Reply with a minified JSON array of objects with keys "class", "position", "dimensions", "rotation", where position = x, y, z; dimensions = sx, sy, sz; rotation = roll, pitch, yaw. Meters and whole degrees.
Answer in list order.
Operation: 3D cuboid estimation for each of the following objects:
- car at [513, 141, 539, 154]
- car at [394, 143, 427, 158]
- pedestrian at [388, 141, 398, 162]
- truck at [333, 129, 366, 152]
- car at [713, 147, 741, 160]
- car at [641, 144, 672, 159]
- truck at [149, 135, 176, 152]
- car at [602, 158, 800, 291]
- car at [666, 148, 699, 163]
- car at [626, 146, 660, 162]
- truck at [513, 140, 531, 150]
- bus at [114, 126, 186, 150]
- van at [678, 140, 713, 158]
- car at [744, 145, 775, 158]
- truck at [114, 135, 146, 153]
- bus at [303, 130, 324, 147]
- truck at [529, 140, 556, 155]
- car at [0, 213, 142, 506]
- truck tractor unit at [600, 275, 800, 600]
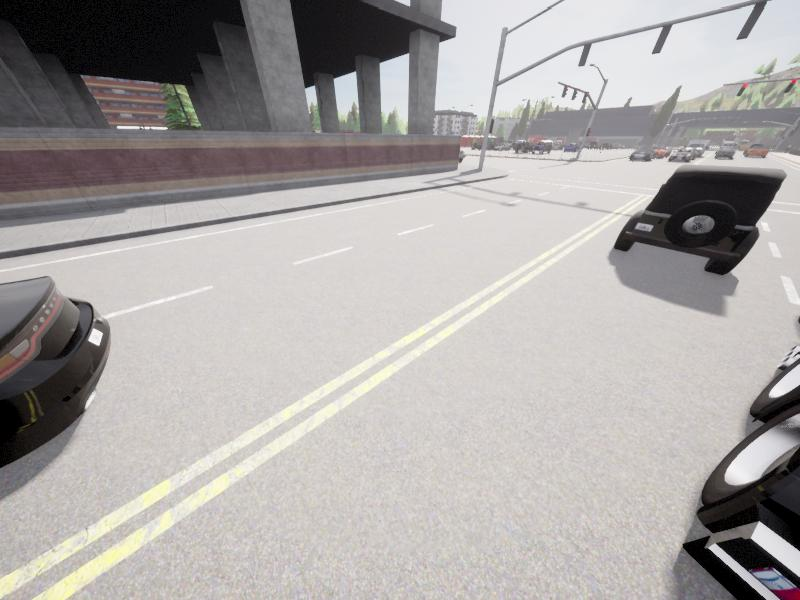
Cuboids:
[{"class":"car","position":[23.159,-28.010,42.439],"dimensions":[4.605,1.855,1.932],"rotation":[-26,42,-32]},{"class":"car","position":[1.453,-22.835,35.220],"dimensions":[1.930,1.638,5.238],"rotation":[-26,43,-32]},{"class":"pedestrian","position":[-0.792,-16.359,25.421],"dimensions":[0.751,1.860,0.751],"rotation":[-26,43,-33]},{"class":"truck","position":[-11.355,-35.477,51.336],"dimensions":[2.891,3.827,8.468],"rotation":[-26,43,-32]},{"class":"car","position":[50.854,-22.896,36.030],"dimensions":[5.357,1.411,2.033],"rotation":[-27,43,-33]},{"class":"car","position":[39.664,-23.004,35.743],"dimensions":[4.553,1.767,2.097],"rotation":[-26,42,-32]},{"class":"truck","position":[-44.219,-29.203,43.068],"dimensions":[2.615,2.467,5.204],"rotation":[-26,42,-32]},{"class":"car","position":[6.886,-2.071,5.366],"dimensions":[3.866,1.878,1.905],"rotation":[-26,42,-32]},{"class":"car","position":[36.507,-18.738,29.876],"dimensions":[3.806,1.475,1.970],"rotation":[-26,42,-32]},{"class":"car","position":[32.263,-19.384,30.637],"dimensions":[4.856,1.649,2.033],"rotation":[-25,42,-32]},{"class":"truck","position":[32.291,-40.972,60.939],"dimensions":[4.478,2.038,2.069],"rotation":[-26,42,-32]},{"class":"bus","position":[-57.517,-37.596,53.707],"dimensions":[10.273,4.253,3.944],"rotation":[-25,42,-32]},{"class":"van","position":[49.320,-25.276,38.528],"dimensions":[6.366,2.431,2.351],"rotation":[-26,42,-32]},{"class":"car","position":[60.693,-25.227,39.110],"dimensions":[4.553,1.767,2.097],"rotation":[-26,42,-32]},{"class":"truck","position":[-47.518,-27.628,40.782],"dimensions":[2.615,2.467,5.204],"rotation":[-26,42,-32]},{"class":"bus","position":[-26.615,-49.858,71.455],"dimensions":[3.944,4.253,10.273],"rotation":[-5,35,-8]},{"class":"truck","position":[25.075,-26.838,40.609],"dimensions":[4.478,2.038,2.069],"rotation":[-26,42,-32]},{"class":"car","position":[-5.084,1.152,0.863],"dimensions":[5.238,1.638,1.930],"rotation":[-26,42,-32]},{"class":"truck tractor unit","position":[5.129,-0.282,0.756],"dimensions":[6.516,4.208,3.053],"rotation":[-18,39,-23]}]
